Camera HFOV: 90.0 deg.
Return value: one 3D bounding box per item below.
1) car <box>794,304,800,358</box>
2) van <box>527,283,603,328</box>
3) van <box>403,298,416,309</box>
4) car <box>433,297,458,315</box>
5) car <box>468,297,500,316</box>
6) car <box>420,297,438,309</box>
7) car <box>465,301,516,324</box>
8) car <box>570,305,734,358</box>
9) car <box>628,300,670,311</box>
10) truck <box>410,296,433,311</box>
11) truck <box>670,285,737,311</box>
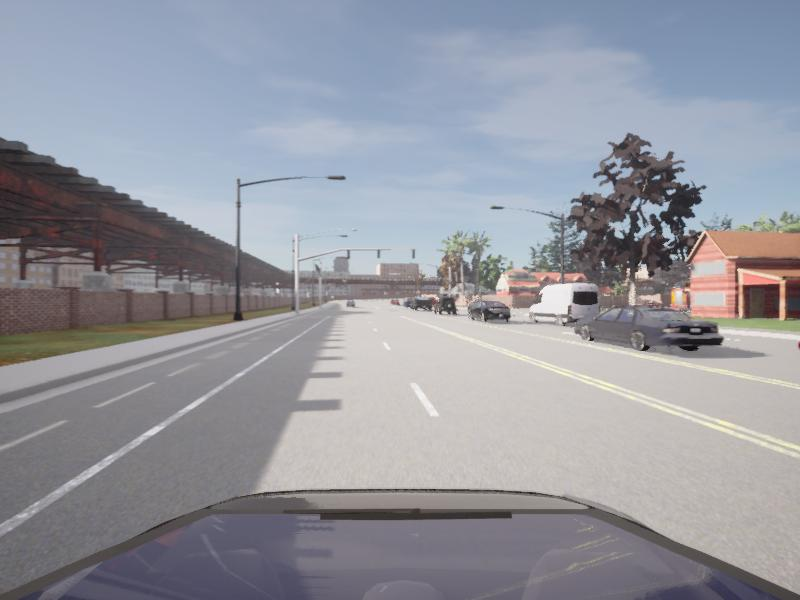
[{"bbox_3d":[12.888,0.865,10.136,1.970,1.475,3.806,0,0,-34],"label":"car"},{"bbox_3d":[10.416,0.335,25.923,1.988,2.561,5.915,0,0,-6],"label":"van"},{"bbox_3d":[1.663,0.562,71.731,1.775,1.987,4.442,0,0,-7],"label":"van"},{"bbox_3d":[4.895,0.659,43.659,1.905,1.878,3.866,0,0,-7],"label":"car"},{"bbox_3d":[8.641,0.665,41.628,1.932,1.855,4.605,0,-1,-7],"label":"car"},{"bbox_3d":[5.133,0.536,72.190,2.150,2.045,5.566,0,0,-7],"label":"car"},{"bbox_3d":[6.527,0.847,29.470,2.128,1.511,4.902,0,0,-7],"label":"car"},{"bbox_3d":[8.156,0.904,13.797,2.033,1.411,5.357,0,0,-4],"label":"car"},{"bbox_3d":[36.627,0.821,58.863,5.027,1.651,2.152,0,0,-8],"label":"car"},{"bbox_3d":[3.060,0.541,59.583,2.390,2.098,6.274,0,0,-7],"label":"truck"},{"bbox_3d":[45.555,-0.273,60.133,8.468,3.827,2.891,0,0,-8],"label":"truck"}]
